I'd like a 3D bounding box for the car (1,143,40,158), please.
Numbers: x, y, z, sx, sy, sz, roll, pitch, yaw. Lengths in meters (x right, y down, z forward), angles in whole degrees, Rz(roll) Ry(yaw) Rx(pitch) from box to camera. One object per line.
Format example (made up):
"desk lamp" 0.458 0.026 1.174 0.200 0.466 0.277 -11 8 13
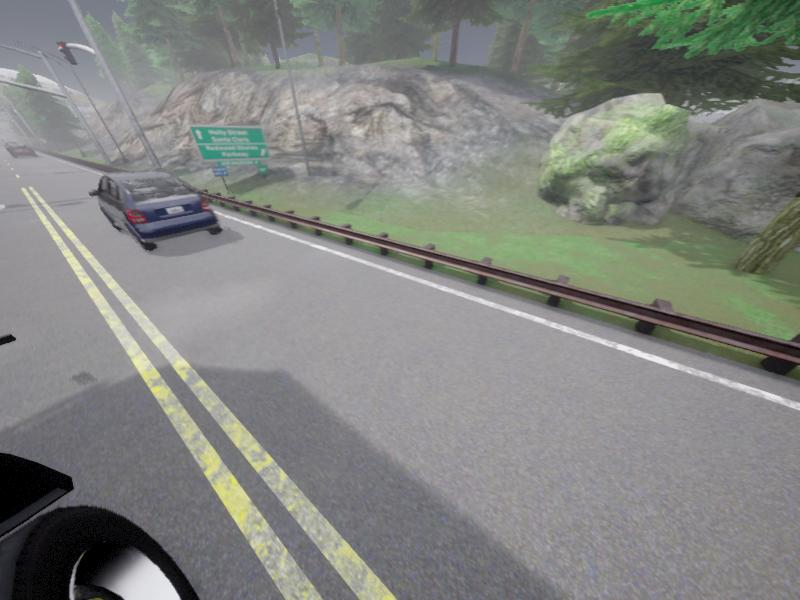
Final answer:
"car" -51.252 -20.201 31.192 4.792 1.488 2.163 22 41 28

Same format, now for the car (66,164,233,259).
"car" -6.662 -2.578 6.205 3.705 1.549 1.789 22 41 27
